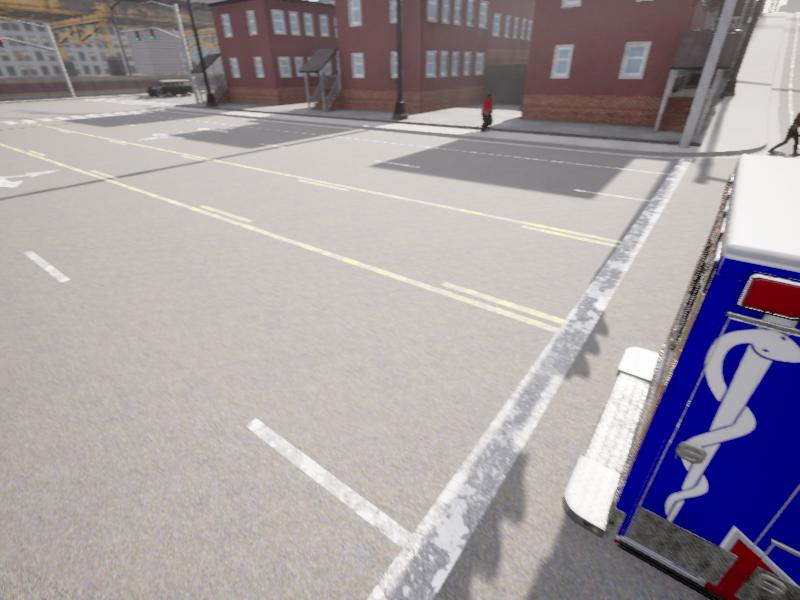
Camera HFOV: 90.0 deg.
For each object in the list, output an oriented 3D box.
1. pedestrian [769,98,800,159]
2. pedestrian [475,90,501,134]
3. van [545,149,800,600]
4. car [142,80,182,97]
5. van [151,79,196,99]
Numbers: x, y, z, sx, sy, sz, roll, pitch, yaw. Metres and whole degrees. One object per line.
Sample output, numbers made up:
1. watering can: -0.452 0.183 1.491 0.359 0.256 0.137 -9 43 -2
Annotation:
1. pedestrian: 14.058 -6.080 14.173 0.751 1.860 0.751 -24 37 -34
2. pedestrian: 4.200 -9.042 19.243 0.751 1.860 0.751 26 40 38
3. van: 4.291 1.221 1.433 6.366 2.431 2.351 20 36 32
4. car: -31.813 -28.346 53.622 1.905 1.878 3.866 20 36 32
5. van: -29.136 -27.276 51.622 1.775 1.987 4.442 20 36 32
